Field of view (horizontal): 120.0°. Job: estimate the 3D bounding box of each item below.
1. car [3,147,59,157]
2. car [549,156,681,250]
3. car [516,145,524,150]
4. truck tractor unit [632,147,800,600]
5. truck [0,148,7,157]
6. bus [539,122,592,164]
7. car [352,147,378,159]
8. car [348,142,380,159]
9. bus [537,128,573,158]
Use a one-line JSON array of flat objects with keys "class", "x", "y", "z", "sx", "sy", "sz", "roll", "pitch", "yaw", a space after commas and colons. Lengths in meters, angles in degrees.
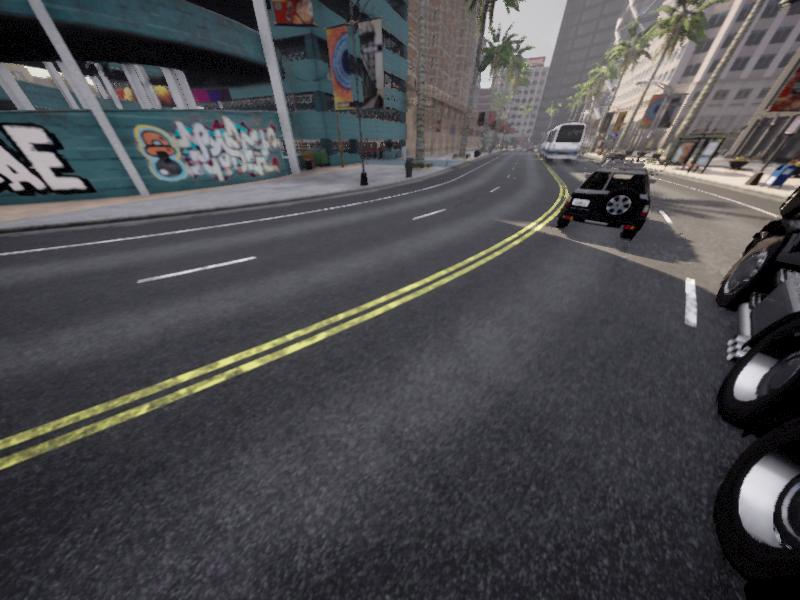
[{"class": "car", "x": -69.532, "y": -28.005, "z": 43.658, "sx": 2.033, "sy": 1.411, "sz": 5.357, "roll": 15, "pitch": 37, "yaw": 20}, {"class": "car", "x": 6.759, "y": -3.403, "z": 7.418, "sx": 1.932, "sy": 1.855, "sz": 4.605, "roll": 26, "pitch": 42, "yaw": 32}, {"class": "car", "x": 42.371, "y": -53.864, "z": 81.591, "sx": 2.007, "sy": 1.525, "sz": 4.514, "roll": 15, "pitch": 37, "yaw": 21}, {"class": "truck tractor unit", "x": 4.903, "y": -0.465, "z": 1.038, "sx": 6.516, "sy": 4.208, "sz": 3.053, "roll": -26, "pitch": 43, "yaw": -33}, {"class": "truck", "x": -75.185, "y": -26.079, "z": 40.208, "sx": 2.390, "sy": 2.098, "sz": 6.274, "roll": 15, "pitch": 37, "yaw": 20}, {"class": "bus", "x": 23.173, "y": -22.460, "z": 33.192, "sx": 3.944, "sy": 4.253, "sz": 10.273, "roll": 14, "pitch": 37, "yaw": 20}, {"class": "car", "x": -5.673, "y": -24.093, "z": 37.826, "sx": 2.007, "sy": 1.523, "sz": 4.514, "roll": 15, "pitch": 37, "yaw": 20}, {"class": "car", "x": -5.697, "y": -24.387, "z": 37.561, "sx": 2.435, "sy": 2.045, "sz": 5.566, "roll": 15, "pitch": 37, "yaw": 20}, {"class": "bus", "x": 29.404, "y": -30.141, "z": 44.433, "sx": 3.944, "sy": 4.253, "sz": 10.273, "roll": 15, "pitch": 37, "yaw": 20}]
